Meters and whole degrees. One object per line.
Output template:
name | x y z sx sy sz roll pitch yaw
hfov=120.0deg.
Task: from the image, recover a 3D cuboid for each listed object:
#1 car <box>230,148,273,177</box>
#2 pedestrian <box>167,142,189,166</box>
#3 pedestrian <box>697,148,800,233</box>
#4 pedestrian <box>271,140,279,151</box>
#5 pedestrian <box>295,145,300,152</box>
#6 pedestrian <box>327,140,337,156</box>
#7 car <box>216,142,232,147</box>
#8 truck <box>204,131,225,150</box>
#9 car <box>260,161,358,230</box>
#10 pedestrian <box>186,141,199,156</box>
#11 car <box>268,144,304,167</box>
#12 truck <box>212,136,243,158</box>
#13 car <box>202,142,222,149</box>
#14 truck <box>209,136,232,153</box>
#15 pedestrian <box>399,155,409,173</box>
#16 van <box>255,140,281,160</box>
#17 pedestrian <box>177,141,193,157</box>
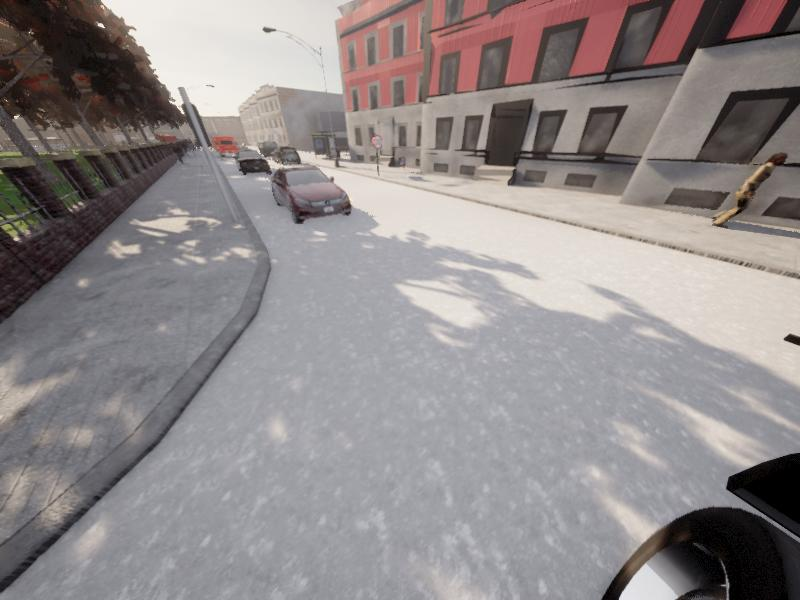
car | -11.545 -10.699 17.839 1.882 1.535 5.008 -22 40 -28
pedestrian | -21.062 -13.911 21.963 0.751 1.860 0.751 -22 40 -27
pedestrian | 9.079 -2.844 6.039 0.751 1.860 0.751 -21 40 -27
pedestrian | -24.056 -29.803 44.530 0.751 1.860 0.751 -13 37 -17
pedestrian | -19.611 -29.000 44.104 0.500 1.100 0.500 -29 44 -35
pedestrian | -9.641 -21.497 32.726 0.751 1.860 0.751 20 40 26
car | -57.615 -50.900 75.639 4.193 1.474 1.816 13 37 18
truck | -48.794 -41.950 60.831 2.891 3.827 8.468 -22 41 -28
car | -3.483 -4.057 8.438 1.812 1.442 4.674 -22 41 -28
pedestrian | -30.465 -22.314 33.955 0.751 1.860 0.751 -27 43 -32
car | -11.819 -14.971 23.826 2.033 1.649 4.856 -22 41 -28
truck | -24.594 -21.798 32.895 2.627 2.467 5.204 -22 40 -27
car | -59.275 -48.752 72.730 5.027 1.651 2.152 13 37 18
truck | -34.956 -30.296 44.913 2.627 2.467 5.204 -22 41 -28
pedestrian | 0.285 -9.859 16.716 0.500 1.100 0.500 -23 41 -29
van | -17.131 -19.477 29.948 1.775 1.987 4.442 -22 41 -28
pedestrian | -30.424 -21.417 32.681 0.751 1.860 0.751 -11 37 -15
